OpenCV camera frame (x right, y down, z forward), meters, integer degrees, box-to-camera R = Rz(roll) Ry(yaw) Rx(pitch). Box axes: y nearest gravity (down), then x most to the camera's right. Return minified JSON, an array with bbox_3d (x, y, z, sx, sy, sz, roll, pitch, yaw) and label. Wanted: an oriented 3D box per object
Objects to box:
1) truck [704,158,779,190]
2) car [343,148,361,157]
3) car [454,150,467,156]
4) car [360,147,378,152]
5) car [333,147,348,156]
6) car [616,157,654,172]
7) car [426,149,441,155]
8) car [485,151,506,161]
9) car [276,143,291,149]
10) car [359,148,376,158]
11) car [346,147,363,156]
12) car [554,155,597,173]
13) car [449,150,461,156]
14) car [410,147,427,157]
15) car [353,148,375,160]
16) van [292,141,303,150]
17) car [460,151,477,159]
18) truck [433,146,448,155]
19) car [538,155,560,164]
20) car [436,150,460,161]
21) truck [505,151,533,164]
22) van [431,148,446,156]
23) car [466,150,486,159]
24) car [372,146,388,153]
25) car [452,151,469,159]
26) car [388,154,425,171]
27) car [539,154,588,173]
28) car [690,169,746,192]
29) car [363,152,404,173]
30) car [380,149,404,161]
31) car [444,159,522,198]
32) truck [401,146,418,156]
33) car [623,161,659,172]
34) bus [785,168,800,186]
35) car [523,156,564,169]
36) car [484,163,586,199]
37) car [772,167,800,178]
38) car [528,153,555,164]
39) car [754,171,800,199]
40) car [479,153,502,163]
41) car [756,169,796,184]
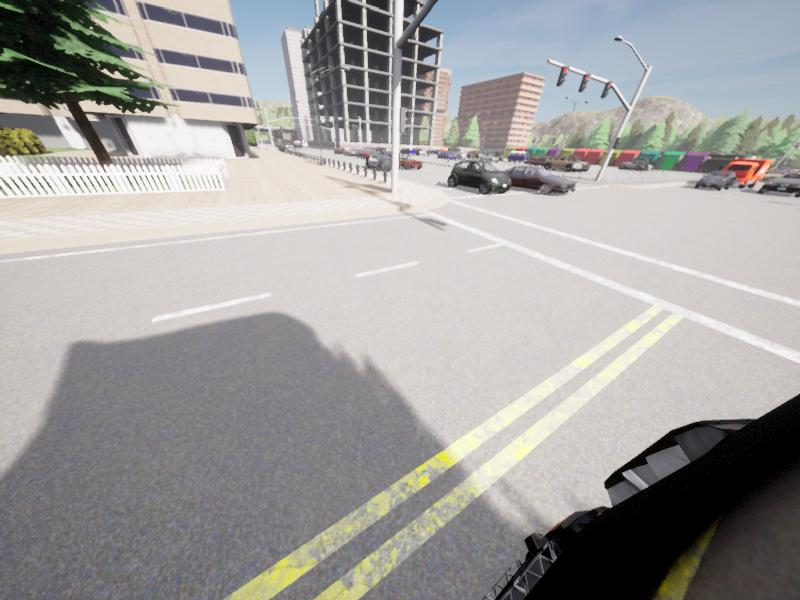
[{"bbox_3d":[34.088,-12.664,23.087,5.204,2.467,2.627,-15,38,-25],"label":"truck"},{"bbox_3d":[-9.702,-29.487,46.271,1.895,1.301,4.718,-16,38,-26],"label":"car"},{"bbox_3d":[21.766,-52.878,83.279,3.988,1.617,1.851,-16,38,-26],"label":"car"},{"bbox_3d":[-10.341,-50.241,77.073,5.357,1.411,2.033,-16,38,-26],"label":"car"},{"bbox_3d":[-13.200,-33.005,51.166,1.812,1.442,4.674,-16,38,-26],"label":"car"},{"bbox_3d":[41.182,-23.808,40.568,1.905,1.878,3.866,-16,38,-26],"label":"car"},{"bbox_3d":[11.895,-52.212,81.656,4.902,1.511,2.128,-16,38,-26],"label":"car"},{"bbox_3d":[22.155,-33.613,53.922,1.905,1.878,3.866,-16,38,-26],"label":"car"},{"bbox_3d":[-34.821,-46.073,69.094,2.038,1.542,4.974,1,33,-3],"label":"car"},{"bbox_3d":[-6.825,-30.567,47.962,1.812,1.442,4.674,-16,38,-26],"label":"car"},{"bbox_3d":[-10.464,-34.152,53.125,2.033,1.411,5.357,-16,38,-26],"label":"car"},{"bbox_3d":[24.206,-18.916,32.024,1.905,1.878,3.866,-16,38,-26],"label":"car"},{"bbox_3d":[20.521,-54.781,86.009,3.633,1.501,1.845,-16,38,-26],"label":"car"},{"bbox_3d":[4.720,-38.305,59.715,1.932,1.855,4.605,-16,38,-26],"label":"car"},{"bbox_3d":[-6.504,-26.402,41.704,2.163,1.488,4.792,-16,38,-26],"label":"car"},{"bbox_3d":[-31.562,-47.568,71.170,2.069,2.038,4.480,-16,38,-26],"label":"van"},{"bbox_3d":[17.808,-37.757,60.203,1.784,1.438,3.905,-16,38,-26],"label":"car"},{"bbox_3d":[15.822,-58.279,90.106,5.204,2.467,2.627,-16,38,-26],"label":"truck"},{"bbox_3d":[34.962,-33.027,54.328,1.784,1.438,3.905,-16,38,-26],"label":"car"},{"bbox_3d":[9.755,-29.935,47.825,2.242,1.667,4.611,-16,38,-26],"label":"car"},{"bbox_3d":[25.346,-30.524,49.340,2.069,2.038,4.478,-16,38,-26],"label":"truck"},{"bbox_3d":[12.965,-50.518,78.657,4.480,2.038,2.069,-16,38,-26],"label":"van"},{"bbox_3d":[20.115,-38.624,61.287,1.932,1.855,4.605,-16,38,-26],"label":"car"},{"bbox_3d":[-6.631,-49.186,75.507,4.892,1.490,1.837,-16,38,-26],"label":"car"},{"bbox_3d":[15.300,-37.012,58.965,1.970,1.475,3.806,-16,38,-26],"label":"car"},{"bbox_3d":[0.630,-15.395,25.870,1.895,1.301,4.718,-16,38,-26],"label":"car"},{"bbox_3d":[21.673,-18.226,30.805,1.932,1.855,4.605,-16,38,-26],"label":"car"},{"bbox_3d":[28.135,-10.635,20.475,3.633,1.501,1.845,-16,38,-25],"label":"car"},{"bbox_3d":[-1.751,-13.980,23.374,2.038,1.542,4.974,-16,38,-26],"label":"car"},{"bbox_3d":[-1.464,-25.308,40.370,1.882,1.535,5.008,-16,38,-26],"label":"car"},{"bbox_3d":[4.824,-7.547,14.117,1.851,1.617,3.988,-17,38,-26],"label":"car"},{"bbox_3d":[2.251,-37.630,58.356,2.069,2.038,4.478,-16,38,-26],"label":"truck"},{"bbox_3d":[43.685,-24.322,41.949,1.970,1.475,3.806,-16,38,-26],"label":"car"},{"bbox_3d":[54.041,-16.463,28.600,10.273,4.253,3.944,-15,38,-25],"label":"bus"},{"bbox_3d":[23.338,-22.599,37.907,2.033,1.415,5.357,-16,38,-26],"label":"car"},{"bbox_3d":[8.562,-8.015,15.276,2.033,1.411,5.357,-20,40,-30],"label":"car"},{"bbox_3d":[85.332,-27.659,50.066,2.242,1.667,4.611,-15,38,-25],"label":"car"},{"bbox_3d":[32.430,-32.515,53.000,1.932,1.855,4.605,-16,38,-26],"label":"car"},{"bbox_3d":[32.376,-9.637,19.195,5.027,1.651,2.152,-16,38,-26],"label":"car"},{"bbox_3d":[17.833,-28.072,45.736,1.970,1.475,3.806,-16,38,-26],"label":"car"},{"bbox_3d":[51.129,-16.870,31.413,5.366,1.575,1.801,-15,38,-25],"label":"car"}]
